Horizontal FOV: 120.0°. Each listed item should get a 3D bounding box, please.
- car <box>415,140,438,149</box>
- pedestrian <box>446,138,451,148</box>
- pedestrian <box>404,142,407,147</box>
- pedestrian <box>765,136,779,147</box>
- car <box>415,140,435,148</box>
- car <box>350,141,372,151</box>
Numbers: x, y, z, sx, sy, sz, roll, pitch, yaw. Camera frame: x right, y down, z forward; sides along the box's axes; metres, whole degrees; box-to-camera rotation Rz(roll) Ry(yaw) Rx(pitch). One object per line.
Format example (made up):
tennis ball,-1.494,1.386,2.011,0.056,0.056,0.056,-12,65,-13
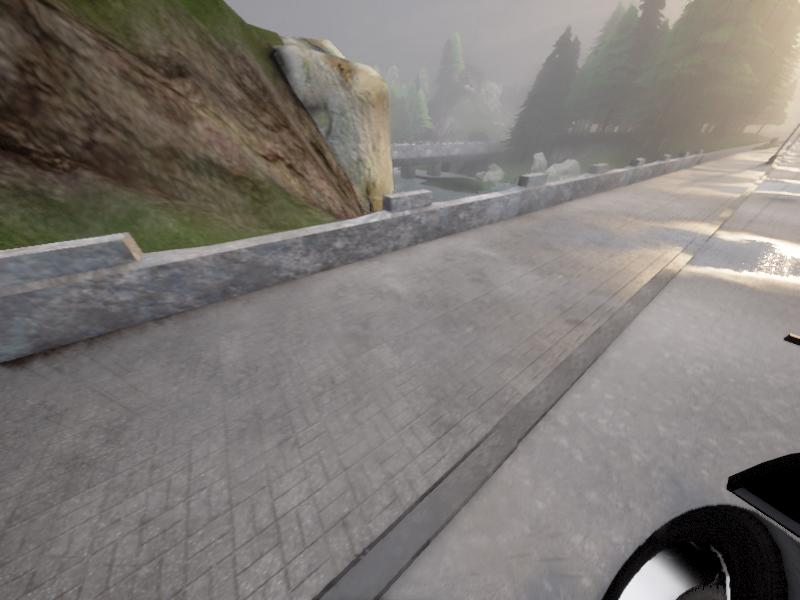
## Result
car,6.415,-37.781,55.961,5.238,1.638,1.930,-22,41,-28
pedestrian,11.143,-36.200,53.266,0.751,1.860,0.751,-21,40,-27
pedestrian,1.444,-42.117,62.394,0.500,1.100,0.500,-15,38,-20
pedestrian,75.892,-32.271,47.129,0.751,1.860,0.751,-22,41,-27
car,6.478,-40.554,60.032,4.792,1.488,2.163,-22,41,-28
car,-8.033,-31.874,47.747,3.988,1.617,1.851,-22,41,-28
